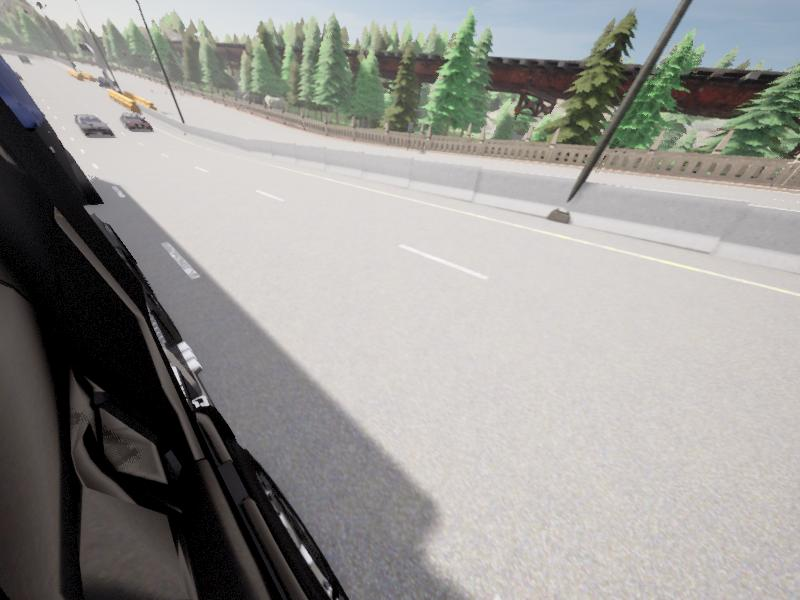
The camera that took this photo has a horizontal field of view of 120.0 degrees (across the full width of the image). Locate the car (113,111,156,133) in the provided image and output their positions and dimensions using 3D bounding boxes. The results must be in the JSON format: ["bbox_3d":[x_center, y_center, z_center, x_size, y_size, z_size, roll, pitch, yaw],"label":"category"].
[{"bbox_3d":[-28.525,-19.152,24.824,4.181,1.385,1.994,32,46,27],"label":"car"}]

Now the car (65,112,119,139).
[{"bbox_3d":[-27.876,-15.841,20.897,5.357,1.411,2.033,31,45,27],"label":"car"}]

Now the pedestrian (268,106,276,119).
[{"bbox_3d":[-24.638,-36.043,44.464,0.751,1.860,0.751,34,46,25],"label":"pedestrian"}]

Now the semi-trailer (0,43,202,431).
[{"bbox_3d":[-8.697,-3.608,4.225,14.254,4.402,2.717,28,44,30],"label":"semi-trailer"}]

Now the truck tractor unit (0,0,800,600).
[{"bbox_3d":[-2.645,-0.295,0.351,6.516,4.208,3.053,28,44,30],"label":"truck tractor unit"}]
